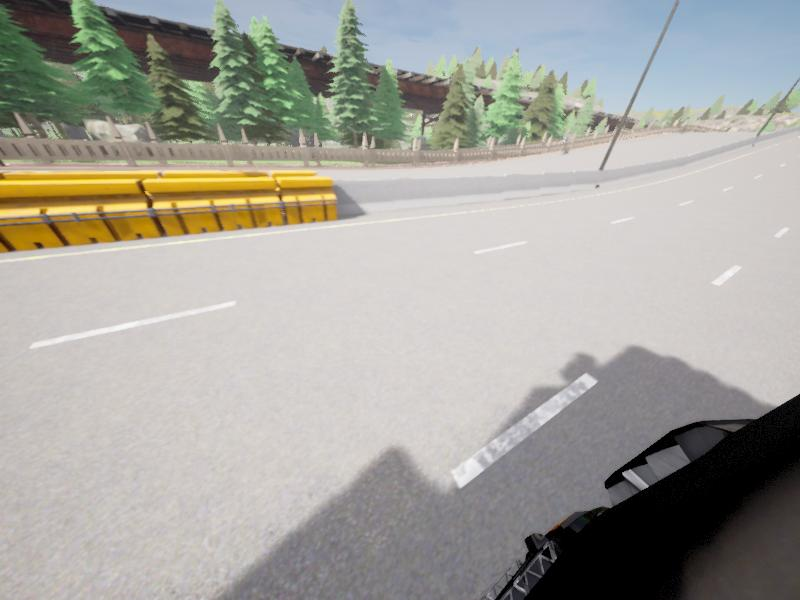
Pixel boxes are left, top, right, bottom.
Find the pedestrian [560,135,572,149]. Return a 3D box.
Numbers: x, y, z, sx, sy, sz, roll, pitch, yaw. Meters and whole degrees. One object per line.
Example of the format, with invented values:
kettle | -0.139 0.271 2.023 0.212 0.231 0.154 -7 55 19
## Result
pedestrian | 27.881 -26.503 38.780 0.751 1.860 0.751 -16 38 -25
